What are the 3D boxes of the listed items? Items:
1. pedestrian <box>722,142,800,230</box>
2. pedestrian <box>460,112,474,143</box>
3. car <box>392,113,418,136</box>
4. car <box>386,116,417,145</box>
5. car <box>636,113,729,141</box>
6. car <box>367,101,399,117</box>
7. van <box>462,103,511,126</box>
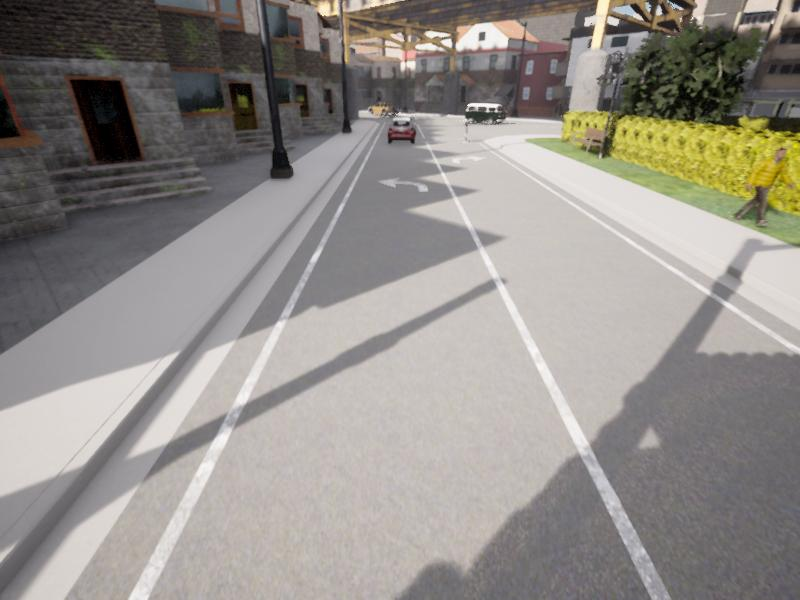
[{"bbox_3d":[8.557,-2.672,9.398,0.751,1.860,0.751,1,27,0],"label":"pedestrian"},{"bbox_3d":[4.480,-11.581,26.842,0.751,1.860,0.751,6,28,12],"label":"pedestrian"},{"bbox_3d":[0.396,-14.392,32.686,1.970,1.475,3.806,1,27,1],"label":"car"},{"bbox_3d":[0.128,-11.708,27.512,1.970,1.475,3.806,1,27,1],"label":"car"},{"bbox_3d":[21.570,-13.373,30.821,1.801,1.575,5.366,-24,36,-39],"label":"car"},{"bbox_3d":[-2.472,-27.161,56.824,1.932,1.855,4.605,-24,36,-39],"label":"car"},{"bbox_3d":[8.987,-19.521,42.050,2.069,2.038,4.480,-24,36,-39],"label":"van"}]
